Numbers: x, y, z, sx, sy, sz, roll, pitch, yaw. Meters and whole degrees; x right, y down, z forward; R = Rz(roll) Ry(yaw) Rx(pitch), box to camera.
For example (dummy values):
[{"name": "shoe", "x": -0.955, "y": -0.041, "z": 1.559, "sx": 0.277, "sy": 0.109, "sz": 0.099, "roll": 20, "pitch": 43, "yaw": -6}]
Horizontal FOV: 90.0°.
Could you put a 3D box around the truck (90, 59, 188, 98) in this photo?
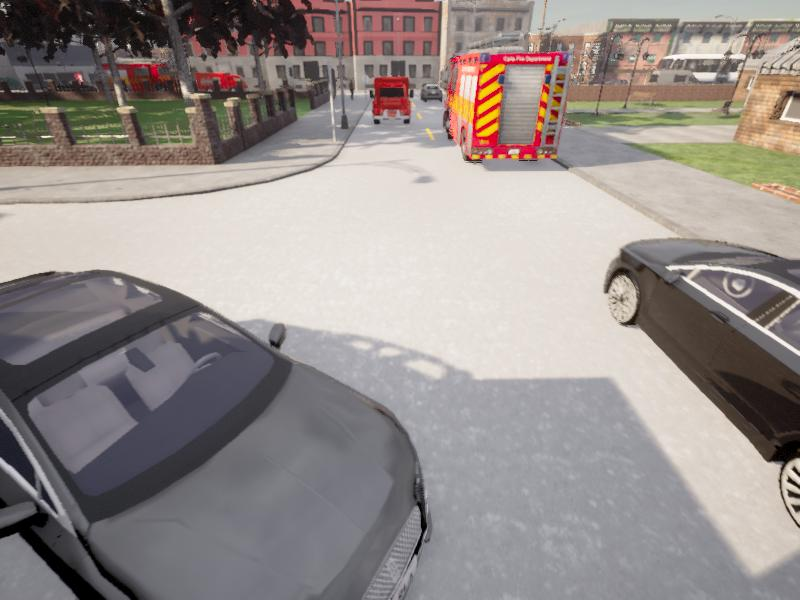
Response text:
[{"name": "truck", "x": -29.969, "y": -25.732, "z": 46.410, "sx": 8.468, "sy": 3.827, "sz": 2.891, "roll": -1, "pitch": 30, "yaw": -1}]

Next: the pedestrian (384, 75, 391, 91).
[{"name": "pedestrian", "x": -1.648, "y": -28.989, "z": 53.513, "sx": 0.751, "sy": 1.860, "sz": 0.751, "roll": -7, "pitch": 31, "yaw": -12}]

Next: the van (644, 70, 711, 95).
[{"name": "van", "x": 32.852, "y": -25.849, "z": 47.528, "sx": 5.915, "sy": 2.561, "sz": 1.988, "roll": 0, "pitch": 30, "yaw": 0}]

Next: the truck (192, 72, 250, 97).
[{"name": "truck", "x": -20.807, "y": -25.242, "z": 46.862, "sx": 5.204, "sy": 2.467, "sz": 2.627, "roll": -1, "pitch": 30, "yaw": -1}]

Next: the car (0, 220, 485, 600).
[{"name": "car", "x": -2.121, "y": 0.801, "z": 3.159, "sx": 4.902, "sy": 1.511, "sz": 2.128, "roll": 16, "pitch": 34, "yaw": 26}]

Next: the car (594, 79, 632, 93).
[{"name": "car", "x": 27.239, "y": -27.375, "z": 51.170, "sx": 3.633, "sy": 1.501, "sz": 1.845, "roll": -1, "pitch": 30, "yaw": -1}]

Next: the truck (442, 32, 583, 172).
[{"name": "truck", "x": 3.638, "y": -7.978, "z": 15.839, "sx": 2.891, "sy": 3.827, "sz": 8.468, "roll": -1, "pitch": 30, "yaw": -1}]

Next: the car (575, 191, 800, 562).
[{"name": "car", "x": 3.865, "y": 0.377, "z": 3.847, "sx": 2.128, "sy": 1.511, "sz": 4.902, "roll": -1, "pitch": 30, "yaw": -1}]

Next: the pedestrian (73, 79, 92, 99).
[{"name": "pedestrian", "x": -33.828, "y": -22.527, "z": 42.640, "sx": 0.751, "sy": 1.860, "sz": 0.751, "roll": -1, "pitch": 30, "yaw": -1}]

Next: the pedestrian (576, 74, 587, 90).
[{"name": "pedestrian", "x": 25.038, "y": -30.106, "z": 55.273, "sx": 0.751, "sy": 1.860, "sz": 0.751, "roll": -1, "pitch": 30, "yaw": -2}]

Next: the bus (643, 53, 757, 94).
[{"name": "bus", "x": 37.478, "y": -28.586, "z": 50.488, "sx": 10.273, "sy": 4.253, "sz": 3.944, "roll": -1, "pitch": 30, "yaw": -1}]

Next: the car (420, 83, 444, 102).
[{"name": "car", "x": 3.128, "y": -20.769, "z": 40.059, "sx": 1.970, "sy": 1.475, "sz": 3.806, "roll": -1, "pitch": 30, "yaw": -2}]

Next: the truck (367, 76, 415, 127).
[{"name": "truck", "x": -0.526, "y": -12.453, "z": 24.869, "sx": 2.627, "sy": 2.467, "sz": 5.204, "roll": -1, "pitch": 30, "yaw": -1}]

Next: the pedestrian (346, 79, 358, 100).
[{"name": "pedestrian", "x": -4.743, "y": -20.747, "z": 39.433, "sx": 0.751, "sy": 1.860, "sz": 0.751, "roll": 24, "pitch": 38, "yaw": 35}]

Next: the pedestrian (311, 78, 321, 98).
[{"name": "pedestrian", "x": -8.993, "y": -22.797, "z": 42.965, "sx": 0.751, "sy": 1.860, "sz": 0.751, "roll": -1, "pitch": 30, "yaw": -2}]

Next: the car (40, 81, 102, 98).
[{"name": "car", "x": -38.493, "y": -24.696, "z": 46.869, "sx": 5.027, "sy": 1.651, "sz": 2.152, "roll": -1, "pitch": 30, "yaw": -1}]
